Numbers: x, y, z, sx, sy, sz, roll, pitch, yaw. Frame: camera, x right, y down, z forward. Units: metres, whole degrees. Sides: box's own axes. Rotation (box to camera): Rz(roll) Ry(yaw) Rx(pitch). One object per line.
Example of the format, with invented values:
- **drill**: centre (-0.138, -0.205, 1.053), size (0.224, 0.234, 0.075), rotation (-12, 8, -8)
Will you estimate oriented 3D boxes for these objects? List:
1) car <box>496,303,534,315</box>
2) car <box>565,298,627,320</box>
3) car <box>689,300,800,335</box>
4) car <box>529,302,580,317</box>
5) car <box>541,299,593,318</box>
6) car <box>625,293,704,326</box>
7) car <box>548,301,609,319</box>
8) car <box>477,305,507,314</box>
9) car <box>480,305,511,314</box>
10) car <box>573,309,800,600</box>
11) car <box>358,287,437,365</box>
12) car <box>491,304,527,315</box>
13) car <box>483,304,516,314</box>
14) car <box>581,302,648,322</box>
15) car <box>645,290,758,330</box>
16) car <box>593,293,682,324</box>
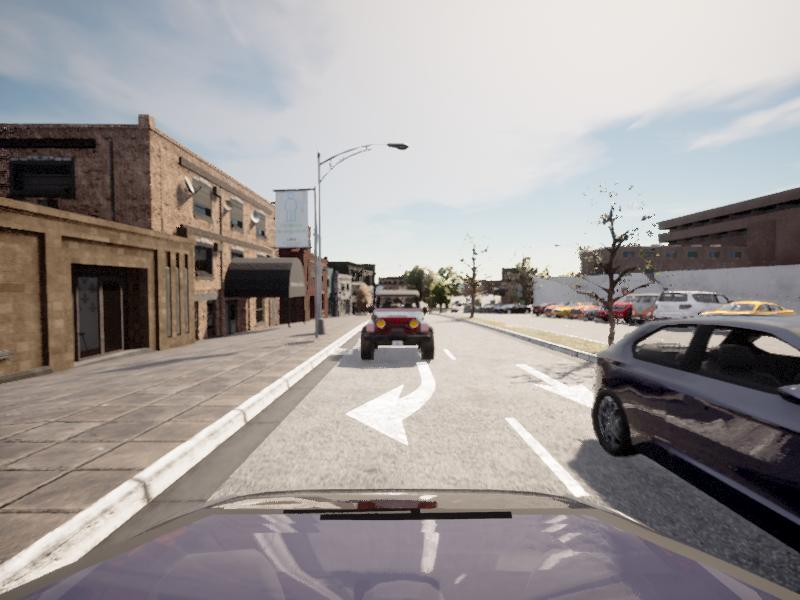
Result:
- **car**: centre (16.676, 1.330, 58.095), size (5.008, 1.535, 2.097), rotation (1, -1, -20)
- **car**: centre (16.812, 0.768, 34.309), size (4.553, 1.767, 2.185), rotation (1, -1, -20)
- **car**: centre (16.855, 0.813, 19.415), size (5.008, 1.535, 2.097), rotation (1, 0, -20)
- **car**: centre (16.733, 1.012, 43.226), size (5.008, 1.535, 2.097), rotation (1, -1, -20)
- **car**: centre (16.787, 0.841, 40.261), size (4.553, 1.767, 2.185), rotation (1, -1, -20)
- **car**: centre (16.717, 0.599, 25.329), size (4.442, 1.987, 1.878), rotation (1, 0, -20)
- **car**: centre (16.596, 0.919, 37.203), size (5.366, 1.575, 1.946), rotation (1, -1, -20)
- **car**: centre (16.776, 1.759, 72.878), size (4.892, 1.521, 2.231), rotation (1, -2, -18)
- **car**: centre (16.708, 1.669, 69.925), size (4.892, 1.521, 2.231), rotation (1, -2, -18)
- **car**: centre (2.982, 0.850, 2.680), size (1.816, 1.474, 4.193), rotation (0, 0, 0)
- **car**: centre (-0.068, 0.631, 11.583), size (1.905, 1.878, 3.866), rotation (0, 0, 0)
- **car**: centre (16.666, 1.411, 61.056), size (5.008, 1.535, 2.097), rotation (1, -1, -20)
- **car**: centre (16.666, 1.581, 66.967), size (4.892, 1.521, 2.231), rotation (1, -2, -19)
- **car**: centre (16.798, 0.904, 31.323), size (4.674, 1.452, 2.002), rotation (1, 0, -20)
- **car**: centre (16.864, 0.564, 22.407), size (5.566, 2.045, 2.435), rotation (1, -1, -20)
- **car**: centre (16.787, 0.591, 28.332), size (5.566, 2.045, 2.435), rotation (1, 0, -20)
